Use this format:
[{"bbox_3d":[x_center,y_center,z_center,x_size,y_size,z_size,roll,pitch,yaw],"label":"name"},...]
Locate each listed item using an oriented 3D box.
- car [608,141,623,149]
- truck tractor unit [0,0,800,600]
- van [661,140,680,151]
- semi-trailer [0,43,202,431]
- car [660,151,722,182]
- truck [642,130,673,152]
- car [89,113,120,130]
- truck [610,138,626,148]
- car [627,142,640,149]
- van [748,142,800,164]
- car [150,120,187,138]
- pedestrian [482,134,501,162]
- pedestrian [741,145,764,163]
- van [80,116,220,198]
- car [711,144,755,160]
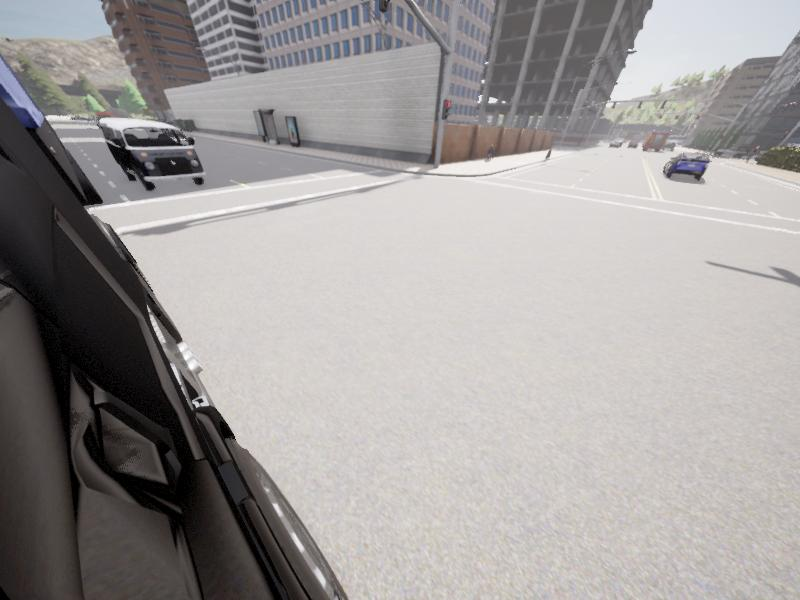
[{"bbox_3d":[53.824,-38.822,57.710,2.033,1.411,5.357,28,44,30],"label":"car"},{"bbox_3d":[-2.645,-0.295,0.351,6.516,4.208,3.053,28,44,30],"label":"truck tractor unit"},{"bbox_3d":[66.887,-38.223,57.201,2.069,2.038,4.480,28,44,30],"label":"van"},{"bbox_3d":[-8.696,-3.615,4.217,14.254,4.402,2.717,28,44,30],"label":"semi-trailer"},{"bbox_3d":[21.343,-10.061,17.192,2.007,1.525,4.514,28,44,30],"label":"car"},{"bbox_3d":[58.325,-36.307,52.611,2.891,3.827,8.468,28,44,30],"label":"truck"},{"bbox_3d":[-50.575,-30.536,39.530,5.566,2.045,2.150,28,44,30],"label":"car"},{"bbox_3d":[59.525,-42.999,63.063,2.390,2.098,6.274,28,44,30],"label":"truck"},{"bbox_3d":[58.956,-39.034,58.398,1.895,1.301,4.718,28,44,30],"label":"car"},{"bbox_3d":[58.619,-22.008,34.702,6.366,2.431,2.351,28,43,29],"label":"van"},{"bbox_3d":[-29.801,-21.994,29.767,4.856,1.649,2.033,28,44,30],"label":"car"},{"bbox_3d":[7.468,-12.400,18.878,0.751,1.860,0.751,25,42,27],"label":"pedestrian"},{"bbox_3d":[45.454,-18.824,29.818,0.751,1.860,0.751,-28,46,-34],"label":"pedestrian"},{"bbox_3d":[-9.318,-5.502,8.674,4.480,2.038,2.069,26,43,28],"label":"van"},{"bbox_3d":[56.927,-25.438,39.649,1.905,1.878,3.866,-26,45,-33],"label":"car"}]
